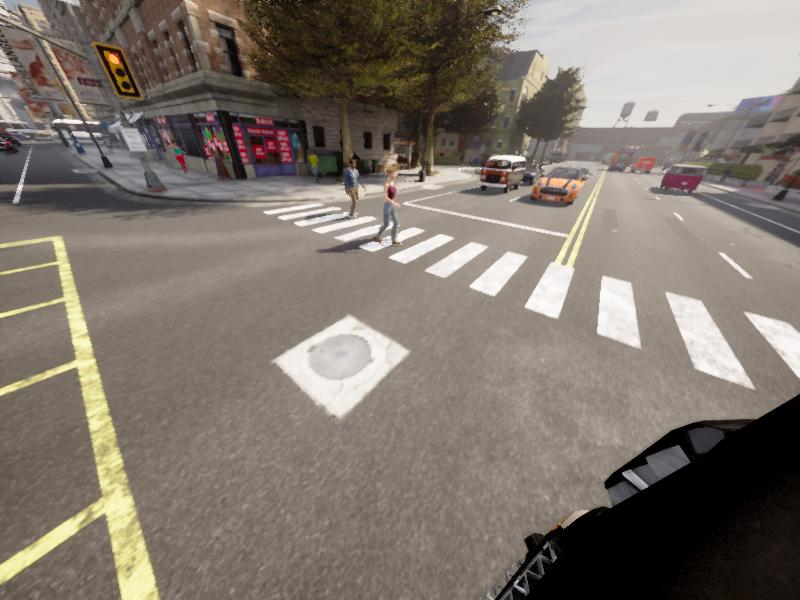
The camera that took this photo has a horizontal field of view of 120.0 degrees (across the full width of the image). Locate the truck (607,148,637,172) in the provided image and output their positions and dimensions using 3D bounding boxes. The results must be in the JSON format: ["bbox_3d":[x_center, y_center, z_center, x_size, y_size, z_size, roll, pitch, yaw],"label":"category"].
[{"bbox_3d":[45.774,-29.013,47.838,2.891,3.827,8.468,25,39,30],"label":"truck"}]

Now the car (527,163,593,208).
[{"bbox_3d":[9.214,-6.694,13.178,2.097,1.767,4.553,25,39,30],"label":"car"}]

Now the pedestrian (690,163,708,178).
[{"bbox_3d":[44.629,-19.314,34.516,0.751,1.860,0.751,20,37,24],"label":"pedestrian"}]

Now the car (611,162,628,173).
[{"bbox_3d":[40.250,-24.375,42.473,1.789,1.549,3.705,25,39,30],"label":"car"}]

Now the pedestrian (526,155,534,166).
[{"bbox_3d":[26.839,-28.893,47.750,0.751,1.860,0.751,22,38,27],"label":"pedestrian"}]

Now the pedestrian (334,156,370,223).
[{"bbox_3d":[-1.566,-3.681,7.720,0.751,1.860,0.751,27,41,32],"label":"pedestrian"}]

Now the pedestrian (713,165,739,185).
[{"bbox_3d":[36.002,-13.822,25.558,0.751,1.860,0.751,23,39,28],"label":"pedestrian"}]

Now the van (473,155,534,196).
[{"bbox_3d":[6.952,-8.405,15.384,2.069,2.038,4.480,25,39,30],"label":"van"}]

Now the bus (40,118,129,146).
[{"bbox_3d":[-66.987,-36.005,49.844,10.273,4.253,3.944,-26,43,-36],"label":"bus"}]

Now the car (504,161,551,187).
[{"bbox_3d":[11.213,-11.104,20.168,2.152,1.651,5.027,25,39,30],"label":"car"}]

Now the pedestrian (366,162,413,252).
[{"bbox_3d":[-0.254,-2.271,5.676,0.751,1.860,0.751,21,37,25],"label":"pedestrian"}]

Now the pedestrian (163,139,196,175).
[{"bbox_3d":[-13.866,-8.964,14.559,0.751,1.860,0.751,27,40,32],"label":"pedestrian"}]

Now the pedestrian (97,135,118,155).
[{"bbox_3d":[-33.671,-17.854,26.601,0.751,1.860,0.751,27,41,32],"label":"pedestrian"}]

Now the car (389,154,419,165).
[{"bbox_3d":[0.604,-22.802,37.435,4.718,1.301,1.895,25,39,30],"label":"car"}]

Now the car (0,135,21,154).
[{"bbox_3d":[-43.909,-17.017,25.203,4.974,1.542,2.038,25,39,30],"label":"car"}]

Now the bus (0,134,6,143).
[{"bbox_3d":[-77.789,-31.477,42.196,10.273,4.253,3.944,25,39,30],"label":"bus"}]

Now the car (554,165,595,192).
[{"bbox_3d":[14.350,-10.032,18.889,1.837,1.490,4.892,25,39,30],"label":"car"}]

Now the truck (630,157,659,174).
[{"bbox_3d":[45.420,-25.098,43.102,2.627,2.467,5.204,25,39,30],"label":"truck"}]

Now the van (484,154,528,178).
[{"bbox_3d":[11.752,-15.237,26.143,1.775,1.987,4.442,-8,35,-16],"label":"van"}]

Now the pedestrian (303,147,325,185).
[{"bbox_3d":[-4.903,-7.677,13.260,0.751,1.860,0.751,0,33,-3],"label":"pedestrian"}]

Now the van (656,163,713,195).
[{"bbox_3d":[23.783,-10.317,19.559,1.775,1.987,4.442,25,39,30],"label":"van"}]

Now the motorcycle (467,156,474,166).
[{"bbox_3d":[12.305,-24.294,40.325,0.764,1.277,2.356,-2,32,11],"label":"motorcycle"}]
